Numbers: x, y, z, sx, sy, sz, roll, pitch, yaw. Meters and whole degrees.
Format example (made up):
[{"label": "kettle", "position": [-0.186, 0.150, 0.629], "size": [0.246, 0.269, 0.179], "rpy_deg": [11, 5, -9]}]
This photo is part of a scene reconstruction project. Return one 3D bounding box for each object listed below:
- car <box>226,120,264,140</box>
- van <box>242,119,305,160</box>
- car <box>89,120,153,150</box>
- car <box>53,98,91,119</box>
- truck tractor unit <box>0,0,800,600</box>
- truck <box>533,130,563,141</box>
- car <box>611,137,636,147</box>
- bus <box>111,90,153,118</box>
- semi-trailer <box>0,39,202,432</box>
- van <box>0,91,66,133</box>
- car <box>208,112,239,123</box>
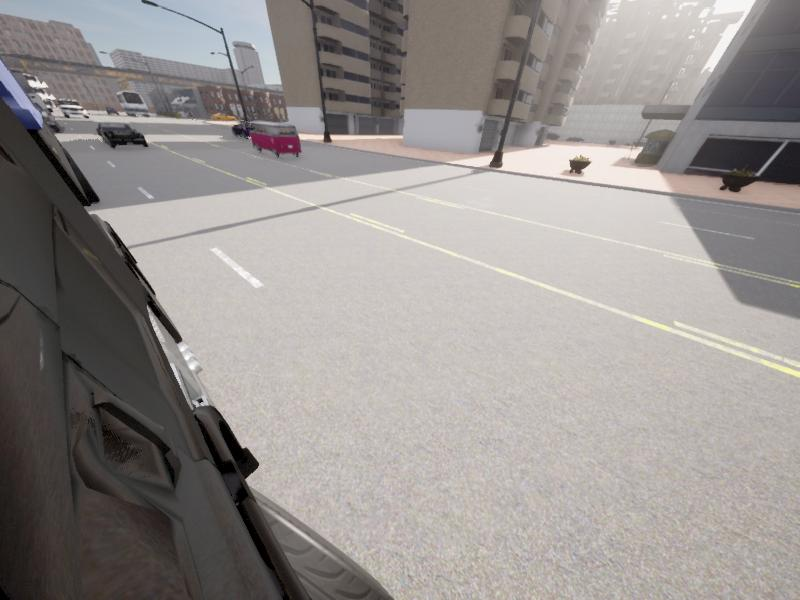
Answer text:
[{"label": "car", "position": [-16.980, -18.634, 25.289], "size": [3.633, 1.501, 1.845], "rpy_deg": [30, 44, 28]}, {"label": "van", "position": [-9.095, -11.569, 16.606], "size": [4.442, 1.987, 1.775], "rpy_deg": [29, 44, 29]}, {"label": "car", "position": [-19.463, -11.512, 16.083], "size": [4.718, 1.301, 1.895], "rpy_deg": [29, 44, 28]}, {"label": "car", "position": [-45.951, -26.779, 32.368], "size": [5.566, 2.045, 2.150], "rpy_deg": [29, 44, 29]}, {"label": "truck tractor unit", "position": [-2.645, -0.295, 0.352], "size": [6.516, 4.208, 3.053], "rpy_deg": [28, 44, 30]}, {"label": "truck", "position": [40.640, -45.197, 63.490], "size": [6.274, 2.098, 2.390], "rpy_deg": [30, 44, 30]}, {"label": "car", "position": [53.260, -37.727, 55.140], "size": [3.988, 1.617, 1.851], "rpy_deg": [30, 44, 30]}, {"label": "bus", "position": [-60.528, -44.154, 52.148], "size": [10.273, 4.253, 3.944], "rpy_deg": [31, 45, 31]}, {"label": "semi-trailer", "position": [-8.704, -3.626, 4.185], "size": [14.254, 4.402, 2.717], "rpy_deg": [28, 44, 29]}, {"label": "van", "position": [-31.130, -15.805, 19.413], "size": [6.366, 2.431, 2.351], "rpy_deg": [30, 44, 28]}, {"label": "car", "position": [-39.713, -41.133, 52.107], "size": [1.882, 1.535, 5.008], "rpy_deg": [30, 44, 30]}]
